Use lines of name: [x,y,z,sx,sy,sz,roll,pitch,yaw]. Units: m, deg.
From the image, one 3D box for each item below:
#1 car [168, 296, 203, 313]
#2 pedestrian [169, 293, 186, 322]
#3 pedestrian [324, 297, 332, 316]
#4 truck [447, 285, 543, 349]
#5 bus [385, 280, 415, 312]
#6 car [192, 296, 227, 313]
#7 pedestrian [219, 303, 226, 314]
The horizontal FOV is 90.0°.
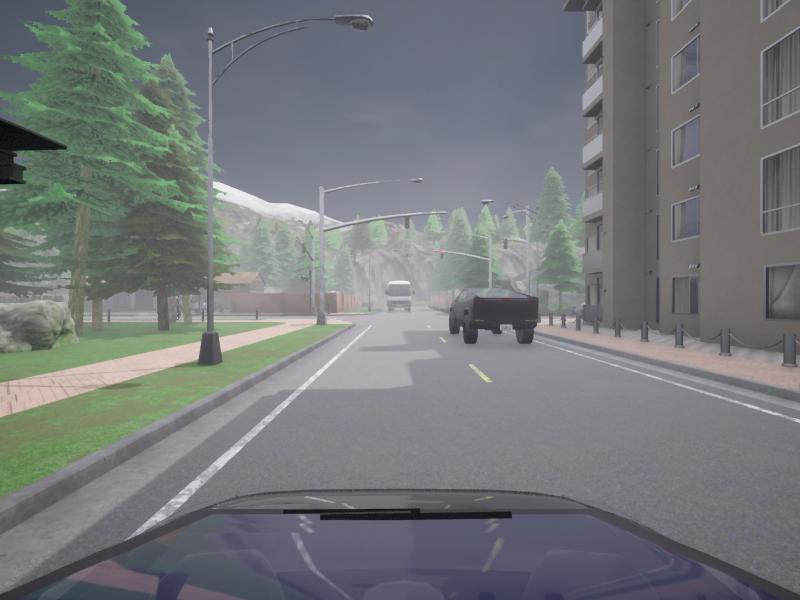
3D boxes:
car: [-24.091,0.505,45.073,1.905,1.878,3.866,0,0,-1]
pedestrian: [-14.562,0.471,26.188,0.751,1.860,0.751,0,0,0]
pedestrian: [-7.049,0.623,39.009,0.751,1.860,0.751,0,0,-10]
truck: [3.475,0.542,16.195,2.390,2.098,6.274,0,0,0]
bus: [0.035,-0.534,57.845,3.944,4.253,10.273,0,0,0]
car: [-21.587,0.503,45.523,1.932,1.855,4.605,0,0,-1]
pedestrian: [-18.370,0.856,41.370,0.500,1.100,0.500,0,0,-3]
